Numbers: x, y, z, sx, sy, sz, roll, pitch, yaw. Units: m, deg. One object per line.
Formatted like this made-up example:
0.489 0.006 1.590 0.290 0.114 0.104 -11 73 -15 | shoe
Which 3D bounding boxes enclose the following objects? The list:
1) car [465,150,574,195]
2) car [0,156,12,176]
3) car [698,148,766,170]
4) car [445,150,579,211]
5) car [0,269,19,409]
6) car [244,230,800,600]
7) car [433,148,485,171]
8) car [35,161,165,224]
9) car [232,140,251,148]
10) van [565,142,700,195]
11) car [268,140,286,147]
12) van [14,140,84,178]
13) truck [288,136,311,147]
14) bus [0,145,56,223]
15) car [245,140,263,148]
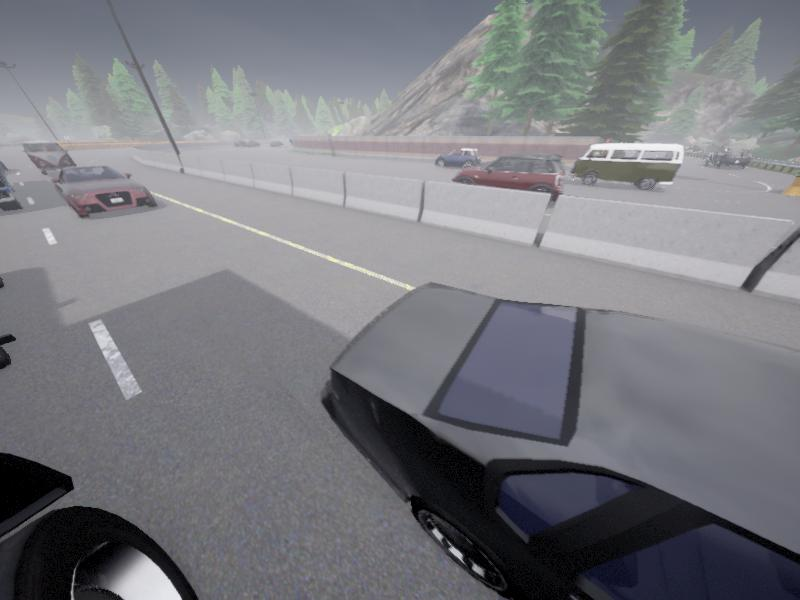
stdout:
6.264 -7.046 12.512 4.611 1.667 2.242 22 41 28 | car
-29.365 -9.528 15.772 4.611 1.667 2.242 25 42 31 | car
31.557 -13.656 22.206 2.128 1.511 4.902 21 40 27 | car
4.571 -5.325 9.949 4.553 1.767 2.097 22 41 28 | car
-6.419 0.055 2.247 4.553 1.767 2.097 22 41 28 | car
1.929 1.151 1.086 5.357 1.411 2.033 22 41 28 | car
5.113 -12.364 20.217 3.806 1.475 1.970 22 41 28 | car
-10.990 -4.106 8.475 4.181 1.385 1.994 22 41 28 | car
-38.578 -38.098 56.305 1.789 1.549 3.705 0 36 0 | car
12.069 -7.293 12.586 4.480 2.038 2.069 22 41 28 | van
-31.297 -39.953 59.029 1.994 1.385 4.181 3 36 4 | car
-24.455 -9.954 16.141 4.442 1.987 1.775 24 41 29 | van
-27.032 -42.972 62.569 2.390 2.098 6.274 6 37 9 | truck
-17.702 -5.654 8.102 10.273 4.253 3.944 23 41 27 | bus
-34.998 -37.439 55.417 1.845 1.501 3.633 0 36 0 | car
